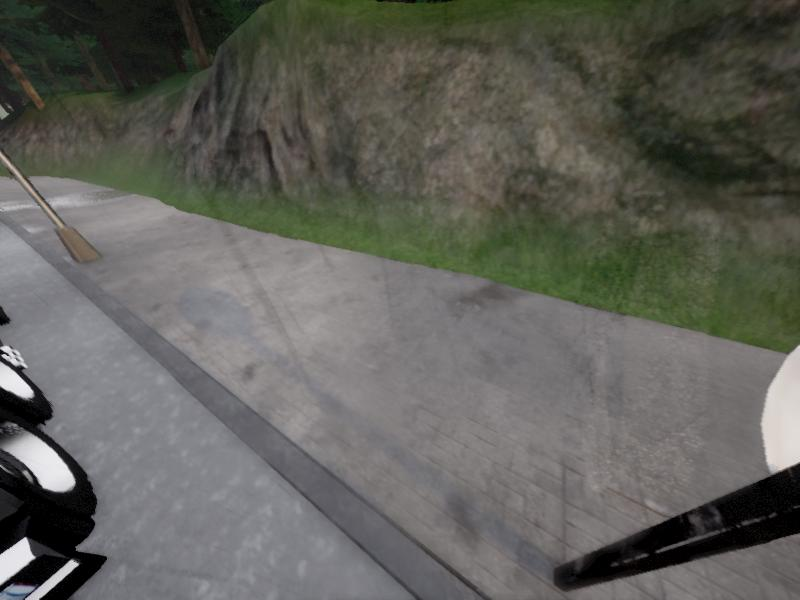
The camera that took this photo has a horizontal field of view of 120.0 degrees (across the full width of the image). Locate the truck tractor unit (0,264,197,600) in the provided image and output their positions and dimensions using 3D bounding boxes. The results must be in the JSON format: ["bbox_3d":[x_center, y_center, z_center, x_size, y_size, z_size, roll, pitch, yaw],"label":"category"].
[{"bbox_3d":[-5.113,-0.299,0.784,6.516,4.208,3.053,18,39,24],"label":"truck tractor unit"}]
